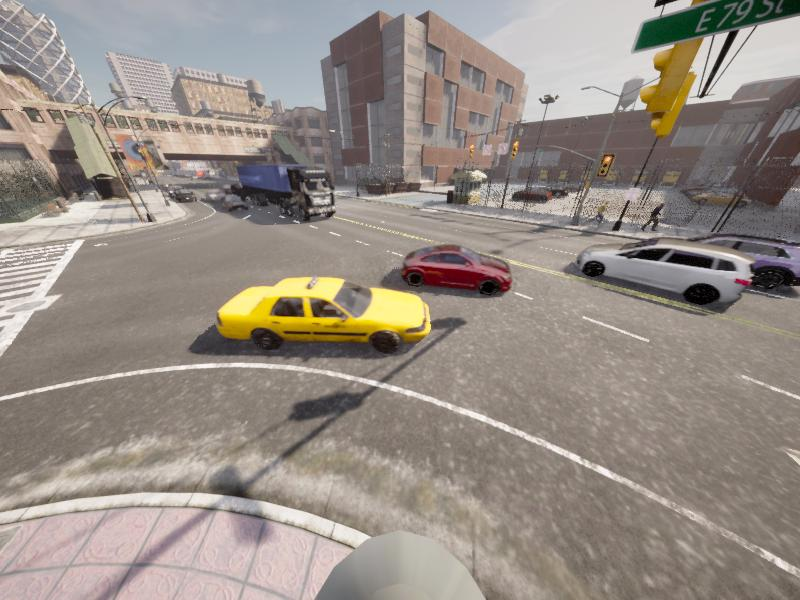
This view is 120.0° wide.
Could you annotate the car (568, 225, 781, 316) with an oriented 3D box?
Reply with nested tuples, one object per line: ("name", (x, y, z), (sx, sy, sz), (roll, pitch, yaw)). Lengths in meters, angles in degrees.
("car", (9.727, -1.467, 8.874), (2.242, 1.667, 4.611), (-24, 38, -35))

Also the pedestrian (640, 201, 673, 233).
("pedestrian", (16.900, -5.475, 15.276), (0.751, 1.860, 0.751), (21, 36, 32))

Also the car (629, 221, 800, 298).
("car", (13.449, -1.958, 9.769), (2.033, 1.649, 4.856), (-23, 37, -34))

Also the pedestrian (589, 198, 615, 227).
("pedestrian", (14.817, -6.458, 16.978), (0.751, 1.860, 0.751), (-26, 39, -37))

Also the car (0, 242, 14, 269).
("car", (-20.461, -1.550, 9.209), (2.163, 1.488, 4.792), (24, 38, 36))

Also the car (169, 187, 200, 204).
("car", (-28.751, -14.010, 30.735), (2.097, 1.535, 5.008), (-27, 39, -38))

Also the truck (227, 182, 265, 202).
("truck", (-21.391, -15.083, 32.032), (2.390, 2.098, 6.274), (-26, 39, -37))

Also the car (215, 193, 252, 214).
("car", (-17.752, -10.350, 24.539), (2.033, 1.411, 5.357), (-24, 38, -35))

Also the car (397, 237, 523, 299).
("car", (2.151, -1.361, 8.993), (4.181, 1.385, 1.994), (7, 31, 12))

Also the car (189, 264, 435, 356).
("car", (-1.898, 0.172, 6.125), (5.366, 1.575, 1.801), (1, 30, 2))

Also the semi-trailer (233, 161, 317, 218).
("semi-trailer", (-13.998, -12.396, 25.058), (2.717, 4.402, 14.254), (-26, 39, -37))

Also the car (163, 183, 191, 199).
("car", (-33.366, -16.355, 34.546), (2.185, 1.767, 4.553), (-27, 39, -38))

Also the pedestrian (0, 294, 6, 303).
("pedestrian", (-13.738, -0.554, 7.056), (0.751, 1.860, 0.751), (-15, 33, -24))

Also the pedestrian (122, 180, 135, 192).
("pedestrian", (-47.765, -20.136, 40.668), (0.751, 1.860, 0.751), (-24, 38, -35))

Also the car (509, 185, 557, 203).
("car", (17.025, -13.733, 29.804), (2.185, 1.767, 4.553), (-27, 39, -38))

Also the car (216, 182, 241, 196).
("car", (-28.586, -18.527, 38.453), (1.930, 1.638, 5.238), (-26, 39, -37))

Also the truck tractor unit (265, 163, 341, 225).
("truck tractor unit", (-8.486, -9.474, 20.189), (3.053, 4.208, 6.516), (-26, 39, -37))

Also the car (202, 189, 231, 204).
("car", (-24.132, -13.631, 30.319), (1.895, 1.301, 4.718), (-26, 39, -37))

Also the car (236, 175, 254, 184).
("car", (-42.132, -32.797, 62.773), (2.435, 2.045, 5.566), (-27, 39, -38))
